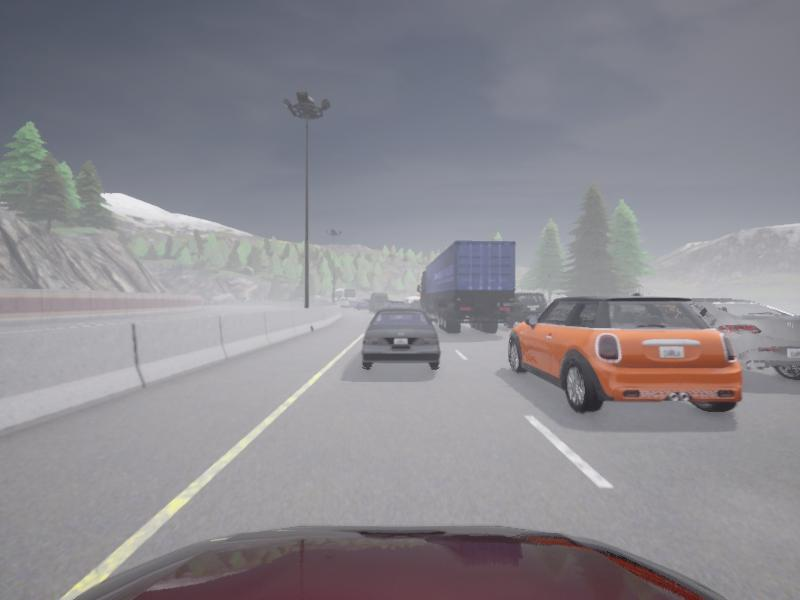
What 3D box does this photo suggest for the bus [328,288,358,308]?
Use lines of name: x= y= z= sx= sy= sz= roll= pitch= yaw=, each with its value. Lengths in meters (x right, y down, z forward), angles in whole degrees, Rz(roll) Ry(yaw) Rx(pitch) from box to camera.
bus: x=-13.297 y=-0.456 z=92.242 sx=3.944 sy=4.253 sz=10.273 roll=0 pitch=0 yaw=-26

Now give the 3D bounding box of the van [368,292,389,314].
van: x=-2.802 y=0.365 z=50.973 sx=1.988 sy=2.561 sz=5.915 roll=0 pitch=0 yaw=-11

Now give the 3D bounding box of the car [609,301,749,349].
car: x=10.535 y=0.816 z=15.783 sx=1.801 sy=1.575 sz=5.366 roll=0 pitch=0 yaw=0

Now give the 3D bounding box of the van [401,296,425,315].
van: x=1.467 y=0.617 z=46.649 sx=2.069 sy=2.038 sz=4.480 roll=0 pitch=1 yaw=-9

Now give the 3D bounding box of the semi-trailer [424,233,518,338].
semi-trailer: x=3.418 y=-0.600 z=23.849 sx=2.717 sy=4.402 sz=14.254 roll=0 pitch=0 yaw=-1

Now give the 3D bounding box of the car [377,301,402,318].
car: x=-1.075 y=0.859 z=39.440 sx=2.038 sy=1.542 sz=4.974 roll=0 pitch=0 yaw=-6

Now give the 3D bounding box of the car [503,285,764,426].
car: x=3.517 y=0.699 z=7.294 sx=2.097 sy=1.767 sz=4.553 roll=0 pitch=0 yaw=0

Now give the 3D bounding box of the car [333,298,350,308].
car: x=-11.896 y=0.637 z=81.061 sx=2.150 sy=2.045 sz=5.566 roll=0 pitch=0 yaw=-23

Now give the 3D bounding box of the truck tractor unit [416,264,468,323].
truck tractor unit: x=3.145 y=-0.485 z=31.764 sx=3.053 sy=4.208 sz=6.516 roll=0 pitch=0 yaw=-4

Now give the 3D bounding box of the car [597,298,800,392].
car: x=7.021 y=0.789 z=9.539 sx=2.152 sy=1.651 sz=5.027 roll=0 pitch=0 yaw=0

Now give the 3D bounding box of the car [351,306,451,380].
car: x=0.024 y=0.904 z=10.763 sx=2.033 sy=1.411 sz=5.357 roll=0 pitch=0 yaw=0

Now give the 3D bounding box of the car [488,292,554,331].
car: x=6.980 y=0.591 z=23.798 sx=2.150 sy=2.045 sz=5.566 roll=0 pitch=0 yaw=-1

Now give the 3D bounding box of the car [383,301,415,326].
car: x=-0.158 y=0.859 z=28.080 sx=2.038 sy=1.542 sz=4.974 roll=0 pitch=1 yaw=-2

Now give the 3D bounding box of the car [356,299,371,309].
car: x=-7.147 y=0.712 z=78.576 sx=1.905 sy=1.878 sz=3.866 roll=0 pitch=0 yaw=-21
